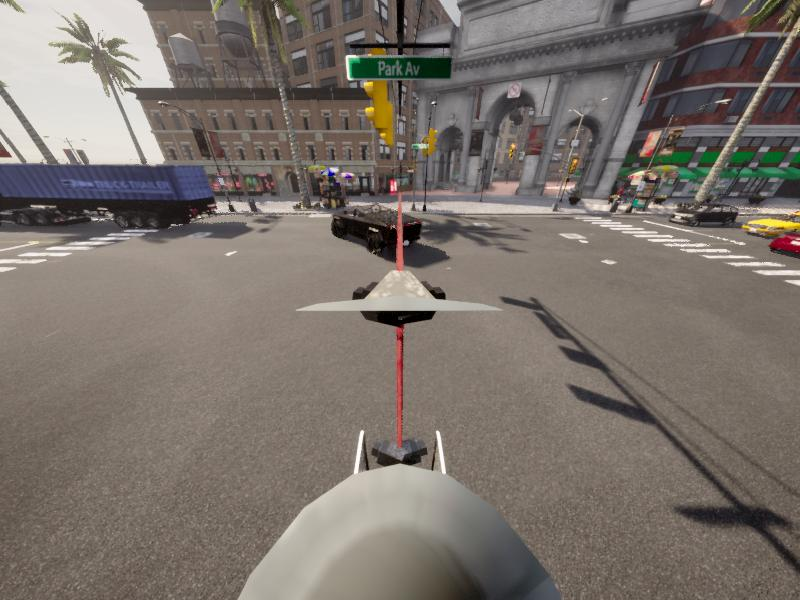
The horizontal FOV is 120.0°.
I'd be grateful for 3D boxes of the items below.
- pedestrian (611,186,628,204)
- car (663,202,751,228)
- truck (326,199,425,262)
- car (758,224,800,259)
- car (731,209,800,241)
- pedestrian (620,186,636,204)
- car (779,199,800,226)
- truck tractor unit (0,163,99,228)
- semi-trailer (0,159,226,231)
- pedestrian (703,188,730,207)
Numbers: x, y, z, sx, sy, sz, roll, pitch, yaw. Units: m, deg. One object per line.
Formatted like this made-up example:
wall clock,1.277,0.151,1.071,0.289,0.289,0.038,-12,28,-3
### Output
pedestrian,26.103,-12.541,27.526,0.751,1.860,0.751,17,34,27
car,23.524,-6.602,17.887,3.705,1.549,1.789,0,30,0
truck,-1.684,-4.356,13.453,2.390,2.098,6.274,-22,37,-33
car,22.084,-2.934,11.719,4.181,1.385,1.994,-1,30,-2
car,25.654,-4.844,14.815,5.366,1.575,1.801,0,30,1
pedestrian,26.735,-12.296,27.096,0.751,1.860,0.751,22,37,33
car,33.598,-6.640,17.710,4.553,1.767,2.097,0,30,1
truck tractor unit,-29.365,-8.038,17.693,6.516,4.208,3.053,1,30,1
semi-trailer,-21.470,-7.855,17.185,14.254,4.402,2.717,2,30,4
pedestrian,34.424,-11.166,25.133,0.751,1.860,0.751,2,30,3
